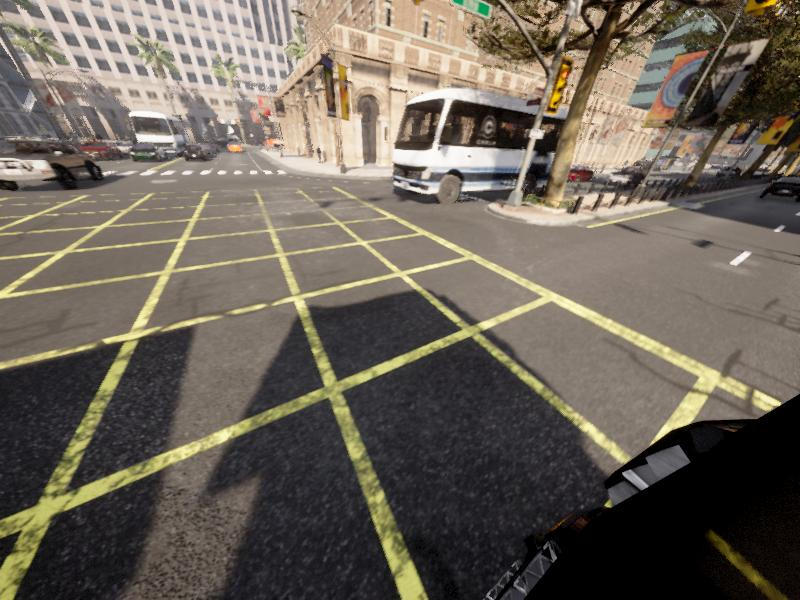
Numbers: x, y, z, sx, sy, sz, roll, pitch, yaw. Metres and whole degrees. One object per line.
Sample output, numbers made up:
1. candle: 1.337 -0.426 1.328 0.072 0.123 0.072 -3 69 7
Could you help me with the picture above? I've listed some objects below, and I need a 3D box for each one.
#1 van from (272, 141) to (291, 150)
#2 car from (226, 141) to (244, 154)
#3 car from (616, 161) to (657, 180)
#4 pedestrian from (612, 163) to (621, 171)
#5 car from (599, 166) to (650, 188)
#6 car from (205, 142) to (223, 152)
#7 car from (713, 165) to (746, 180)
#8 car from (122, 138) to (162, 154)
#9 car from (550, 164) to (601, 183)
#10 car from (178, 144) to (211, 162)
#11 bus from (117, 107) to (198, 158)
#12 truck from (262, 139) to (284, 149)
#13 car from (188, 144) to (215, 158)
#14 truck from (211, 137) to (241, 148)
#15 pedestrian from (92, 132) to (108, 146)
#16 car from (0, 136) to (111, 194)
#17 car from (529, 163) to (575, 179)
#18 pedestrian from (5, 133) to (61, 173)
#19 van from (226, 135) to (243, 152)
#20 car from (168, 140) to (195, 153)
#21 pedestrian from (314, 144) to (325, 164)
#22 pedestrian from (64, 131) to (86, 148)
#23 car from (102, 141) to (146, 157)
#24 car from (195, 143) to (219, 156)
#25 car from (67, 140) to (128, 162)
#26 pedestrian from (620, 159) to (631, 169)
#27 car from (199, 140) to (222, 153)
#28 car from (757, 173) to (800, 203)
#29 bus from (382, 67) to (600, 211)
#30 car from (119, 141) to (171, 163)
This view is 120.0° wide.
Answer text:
1. van: -36.169 -47.243 70.476 4.480 2.038 2.069 -16 38 -26
2. car: -29.031 -26.991 40.755 2.097 1.767 4.553 -16 38 -26
3. car: 29.267 -16.053 28.602 3.866 1.878 1.905 -16 38 -26
4. pedestrian: 38.730 -23.765 41.314 0.500 1.100 0.500 -14 37 -23
5. car: 20.260 -11.130 20.841 3.633 1.501 1.845 -16 38 -26
6. car: -35.951 -29.823 44.856 2.033 1.411 5.357 -16 38 -26
7. car: 53.484 -20.745 37.497 4.605 1.855 1.932 -16 38 -26
8. car: -34.601 -20.816 31.154 2.242 1.667 4.611 -16 38 -25
9. car: 17.224 -12.403 22.672 4.181 1.385 1.994 -16 38 -26
10. car: -21.793 -15.732 24.646 1.816 1.474 4.193 -16 38 -26
11. bus: -29.080 -20.428 28.653 3.944 4.253 10.273 -16 38 -26
12. truck: -39.564 -48.702 72.018 5.204 2.467 2.627 -16 38 -26
13. car: -25.052 -18.886 29.308 1.895 1.301 4.718 -16 38 -26
14. truck: -46.032 -41.661 61.270 2.390 2.098 6.274 9 34 9
15. pedestrian: -51.432 -27.625 39.642 0.751 1.860 0.751 -16 38 -26
16. car: -15.692 -6.089 10.238 1.932 1.855 4.605 -16 37 -26
17. car: 16.877 -14.356 25.642 4.718 1.301 1.895 -16 38 -26
18. pedestrian: -21.024 -8.418 13.306 0.751 1.860 0.751 -16 38 -26
19. van: -32.604 -30.868 45.646 1.988 2.561 5.915 -16 38 -26
20. car: -33.678 -23.727 35.735 2.007 1.525 4.514 -16 38 -26
21. pedestrian: -8.880 -16.059 25.443 0.751 1.860 0.751 -16 38 -26
22. pedestrian: -43.623 -21.496 31.007 0.751 1.860 0.751 -4 34 -10
23. car: -31.121 -17.160 26.254 1.895 1.301 4.718 -16 38 -26
24. car: -28.596 -22.478 34.358 2.033 1.411 5.357 -16 38 -26
25. car: -27.668 -13.829 21.368 1.812 1.442 4.674 -16 38 -26
26. pedestrian: 47.439 -28.599 48.559 0.751 1.860 0.751 -8 35 -17
27. car: -32.200 -26.151 39.408 2.152 1.651 5.027 -15 38 -25
28. car: 30.752 -8.913 18.194 5.238 1.638 1.930 -18 39 -28
29. bus: 4.580 -7.665 11.987 10.273 4.253 3.944 -16 38 -26
30. car: -24.110 -14.205 22.123 2.038 1.542 4.974 -16 38 -26
